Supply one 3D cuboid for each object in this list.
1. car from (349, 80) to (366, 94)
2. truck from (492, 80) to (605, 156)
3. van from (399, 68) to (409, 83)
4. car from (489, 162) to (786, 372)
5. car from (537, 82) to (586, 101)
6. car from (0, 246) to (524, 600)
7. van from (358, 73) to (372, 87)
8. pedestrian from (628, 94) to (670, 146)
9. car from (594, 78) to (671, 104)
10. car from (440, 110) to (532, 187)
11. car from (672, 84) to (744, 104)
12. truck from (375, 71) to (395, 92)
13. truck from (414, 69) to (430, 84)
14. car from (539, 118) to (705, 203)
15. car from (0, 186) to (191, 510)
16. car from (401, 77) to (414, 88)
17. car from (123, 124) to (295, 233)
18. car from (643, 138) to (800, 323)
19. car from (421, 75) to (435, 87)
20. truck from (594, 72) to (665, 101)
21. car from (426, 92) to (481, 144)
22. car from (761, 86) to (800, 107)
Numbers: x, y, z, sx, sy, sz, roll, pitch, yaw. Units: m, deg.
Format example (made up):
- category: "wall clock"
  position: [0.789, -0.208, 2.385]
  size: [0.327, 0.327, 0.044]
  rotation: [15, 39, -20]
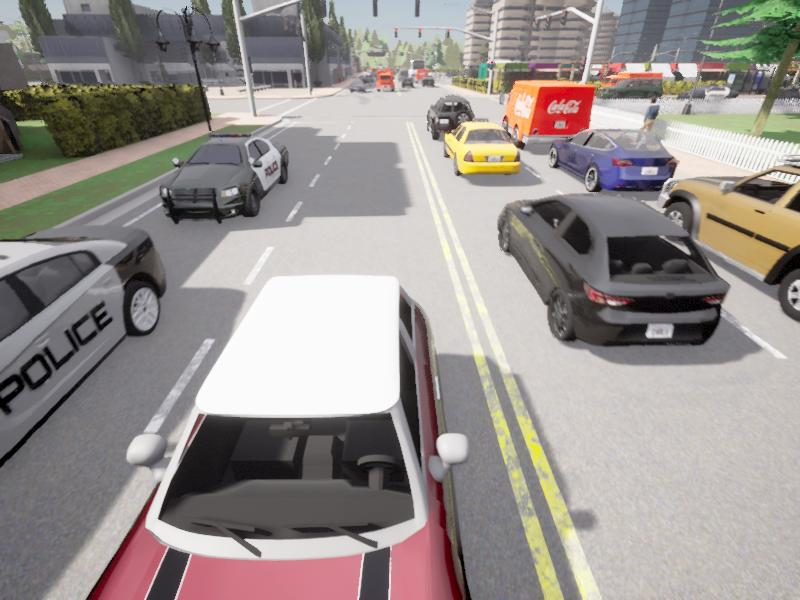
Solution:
- category: "car"
  position: [-5.391, -27.439, 51.455]
  size: [1.812, 1.442, 4.674]
  rotation: [-1, 30, -1]
- category: "truck"
  position: [5.995, -7.991, 17.211]
  size: [2.627, 2.467, 5.204]
  rotation: [-1, 30, -1]
- category: "van"
  position: [0.763, -47.113, 83.958]
  size: [1.988, 2.561, 5.915]
  rotation: [-1, 30, -1]
- category: "car"
  position: [2.790, -0.881, 6.042]
  size: [1.816, 1.474, 4.193]
  rotation: [-1, 30, -1]
- category: "car"
  position: [16.344, -21.139, 40.543]
  size: [3.988, 1.617, 1.851]
  rotation: [0, 30, 0]
- category: "car"
  position: [-0.577, 1.042, 2.751]
  size: [1.970, 1.475, 3.806]
  rotation: [0, 30, 0]
- category: "van"
  position: [-5.809, -37.113, 67.406]
  size: [2.069, 2.038, 4.480]
  rotation: [-1, 30, -1]
- category: "pedestrian"
  position: [10.208, -7.395, 16.449]
  size: [0.751, 1.860, 0.751]
  rotation: [0, 30, 0]
- category: "car"
  position: [21.730, -19.649, 37.565]
  size: [5.566, 2.045, 2.150]
  rotation: [-1, 30, -2]
- category: "car"
  position: [2.597, -5.292, 13.476]
  size: [1.801, 1.575, 5.366]
  rotation: [-1, 30, -1]
- category: "car"
  position: [29.173, -19.604, 38.002]
  size: [4.974, 1.542, 2.038]
  rotation: [-1, 30, -2]
- category: "truck"
  position: [-1.982, -29.945, 54.724]
  size: [2.627, 2.467, 5.204]
  rotation: [-1, 30, -1]
- category: "truck"
  position: [4.353, -44.962, 80.392]
  size: [2.627, 2.467, 5.204]
  rotation: [-1, 30, -1]
- category: "car"
  position: [6.138, -4.344, 11.958]
  size: [2.163, 1.488, 4.792]
  rotation: [-1, 30, -1]
- category: "car"
  position: [-4.146, 0.506, 3.504]
  size: [1.930, 1.638, 5.238]
  rotation: [-1, 30, -1]
- category: "car"
  position: [1.240, -35.785, 65.715]
  size: [2.007, 1.525, 4.514]
  rotation: [-1, 30, -1]
- category: "car"
  position: [-4.319, -3.348, 10.199]
  size: [2.038, 1.542, 4.974]
  rotation: [-1, 30, -1]
- category: "car"
  position: [6.285, -1.232, 6.231]
  size: [1.932, 1.855, 4.605]
  rotation: [-1, 29, -1]
- category: "car"
  position: [4.695, -36.890, 67.421]
  size: [1.930, 1.638, 5.238]
  rotation: [-1, 30, -1]
- category: "truck"
  position: [23.141, -21.643, 40.537]
  size: [5.204, 2.467, 2.627]
  rotation: [-2, 30, -2]
- category: "car"
  position: [2.440, -8.977, 19.480]
  size: [1.932, 1.855, 4.605]
  rotation: [-1, 30, -1]
- category: "car"
  position: [35.158, -17.975, 35.227]
  size: [4.514, 1.525, 2.007]
  rotation: [-1, 30, -2]
